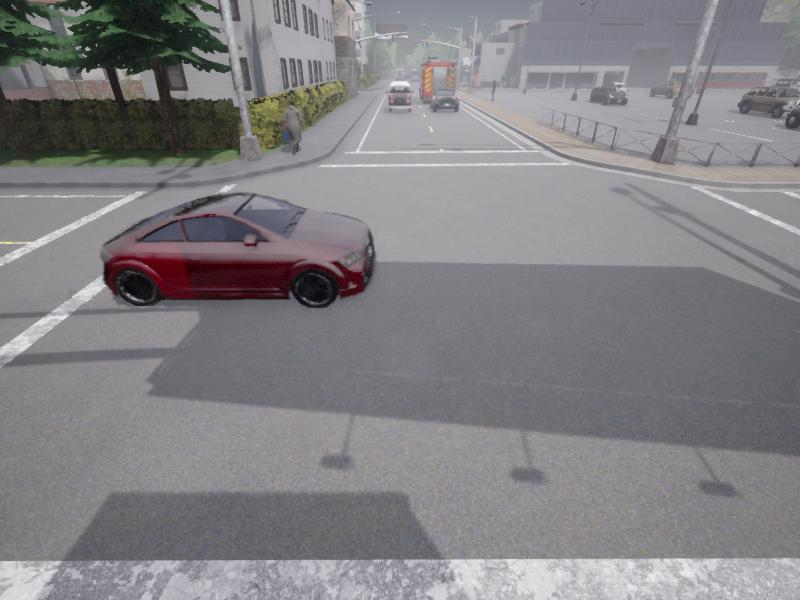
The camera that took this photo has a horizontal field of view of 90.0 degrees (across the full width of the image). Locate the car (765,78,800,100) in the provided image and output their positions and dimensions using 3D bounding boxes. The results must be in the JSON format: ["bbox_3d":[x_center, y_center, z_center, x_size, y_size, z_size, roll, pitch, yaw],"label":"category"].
[{"bbox_3d":[41.775,-22.500,42.611,1.905,1.878,3.866,0,30,0],"label":"car"}]

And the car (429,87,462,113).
[{"bbox_3d":[3.495,-15.890,31.713,2.038,1.542,4.974,0,30,0],"label":"car"}]

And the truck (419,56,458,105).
[{"bbox_3d":[3.503,-21.376,38.835,2.891,3.827,8.468,0,30,0],"label":"truck"}]

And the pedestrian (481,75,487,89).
[{"bbox_3d":[13.071,-34.042,62.470,0.751,1.860,0.751,4,31,7],"label":"pedestrian"}]

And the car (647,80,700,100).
[{"bbox_3d":[28.980,-22.418,42.621,2.152,1.636,5.027,0,30,0],"label":"car"}]

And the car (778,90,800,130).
[{"bbox_3d":[22.620,-9.743,20.762,1.905,1.878,3.866,0,30,0],"label":"car"}]

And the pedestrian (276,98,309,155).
[{"bbox_3d":[-3.975,-6.471,14.906,0.751,1.860,0.751,3,30,5],"label":"pedestrian"}]

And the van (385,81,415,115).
[{"bbox_3d":[-0.005,-15.355,30.290,2.069,2.038,4.480,0,30,0],"label":"van"}]

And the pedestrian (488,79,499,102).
[{"bbox_3d":[8.863,-19.876,37.934,0.751,1.860,0.751,10,32,16],"label":"pedestrian"}]

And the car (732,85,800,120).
[{"bbox_3d":[25.886,-13.697,27.574,1.932,1.855,4.605,0,30,0],"label":"car"}]

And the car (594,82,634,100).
[{"bbox_3d":[22.564,-22.178,42.367,1.970,1.475,3.806,0,30,0],"label":"car"}]

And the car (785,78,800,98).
[{"bbox_3d":[44.679,-22.694,42.984,1.932,1.855,4.605,0,30,0],"label":"car"}]

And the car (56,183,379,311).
[{"bbox_3d":[-2.500,-0.952,6.547,4.181,1.385,1.994,0,31,0],"label":"car"}]

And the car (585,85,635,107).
[{"bbox_3d":[18.919,-18.562,36.305,2.007,1.523,4.514,0,30,0],"label":"car"}]

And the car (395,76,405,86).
[{"bbox_3d":[0.003,-40.263,73.483,1.837,1.490,4.892,0,30,0],"label":"car"}]
